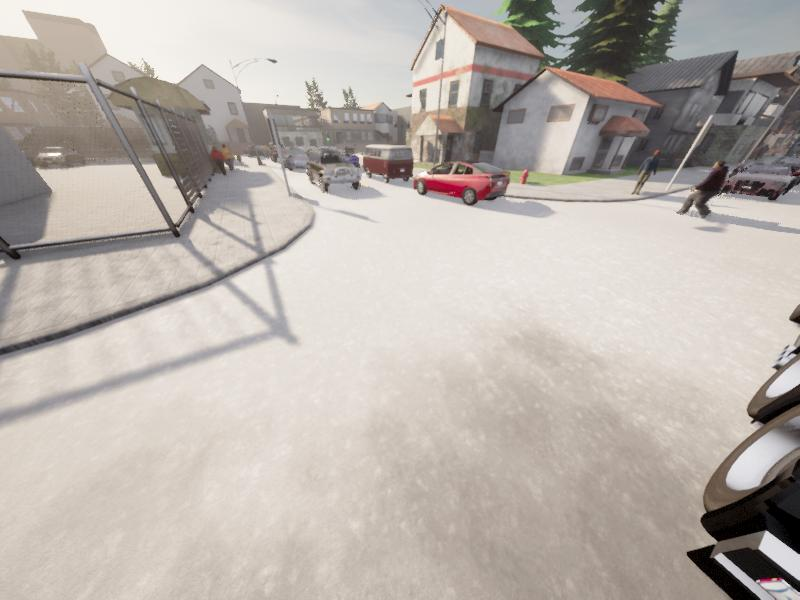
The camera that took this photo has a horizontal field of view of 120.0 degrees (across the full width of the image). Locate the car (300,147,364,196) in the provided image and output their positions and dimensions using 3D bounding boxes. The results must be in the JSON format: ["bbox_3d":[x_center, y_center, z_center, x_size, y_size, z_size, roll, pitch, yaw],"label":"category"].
[{"bbox_3d":[-3.846,-7.266,12.747,1.932,1.855,4.605,-18,39,-24],"label":"car"}]

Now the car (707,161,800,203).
[{"bbox_3d":[17.911,-5.967,11.486,4.181,1.385,1.994,-18,39,-24],"label":"car"}]

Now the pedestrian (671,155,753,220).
[{"bbox_3d":[10.485,-3.796,7.846,0.751,1.860,0.751,-18,39,-24],"label":"pedestrian"}]

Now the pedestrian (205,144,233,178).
[{"bbox_3d":[-11.781,-9.091,15.105,0.751,1.860,0.751,-16,38,-21],"label":"pedestrian"}]

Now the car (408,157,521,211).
[{"bbox_3d":[2.615,-5.486,10.550,2.007,1.525,4.514,-25,42,-31],"label":"car"}]

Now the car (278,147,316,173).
[{"bbox_3d":[-9.249,-12.529,20.487,2.033,1.649,4.856,-18,38,-24],"label":"car"}]

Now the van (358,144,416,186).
[{"bbox_3d":[-0.956,-9.020,15.194,1.775,1.987,4.442,-19,39,-25],"label":"van"}]

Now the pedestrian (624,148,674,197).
[{"bbox_3d":[11.378,-5.871,10.649,0.751,1.860,0.751,19,39,25],"label":"pedestrian"}]

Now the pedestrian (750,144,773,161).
[{"bbox_3d":[46.543,-18.991,29.724,0.751,1.860,0.751,-22,40,-28],"label":"pedestrian"}]

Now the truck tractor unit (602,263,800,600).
[{"bbox_3d":[5.110,-0.300,0.790,6.516,4.208,3.053,-18,39,-24],"label":"truck tractor unit"}]

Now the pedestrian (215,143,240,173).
[{"bbox_3d":[-12.779,-10.529,17.162,0.751,1.860,0.751,-12,37,-17],"label":"pedestrian"}]

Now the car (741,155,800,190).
[{"bbox_3d":[23.061,-7.721,13.898,3.633,1.501,1.845,-18,39,-24],"label":"car"}]
